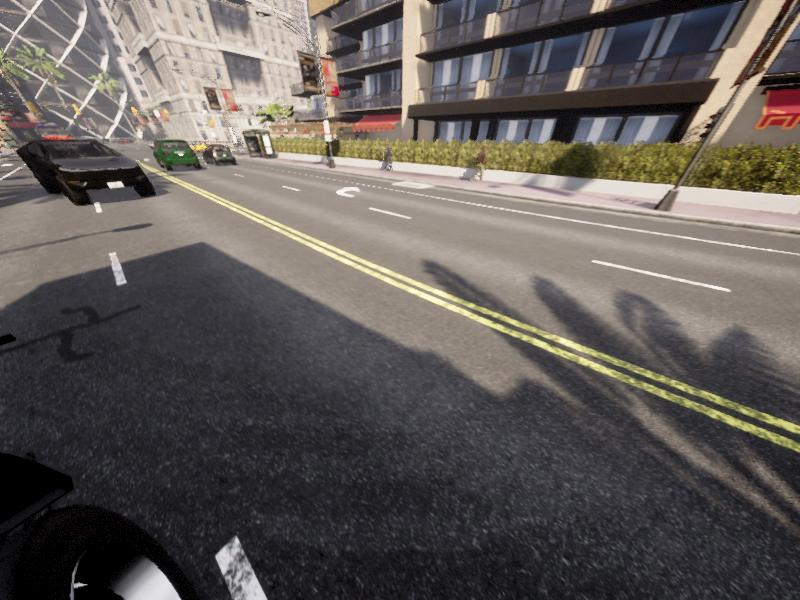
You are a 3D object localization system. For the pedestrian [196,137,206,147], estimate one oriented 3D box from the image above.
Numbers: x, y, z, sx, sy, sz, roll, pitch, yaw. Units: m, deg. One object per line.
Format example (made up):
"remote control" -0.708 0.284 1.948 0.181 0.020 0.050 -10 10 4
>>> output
"pedestrian" -44.632 -35.414 51.873 0.751 1.860 0.751 16 38 20

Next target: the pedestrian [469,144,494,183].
"pedestrian" 4.620 -7.795 13.217 0.751 1.860 0.751 26 42 31

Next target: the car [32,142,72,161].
"car" -38.066 -16.373 25.370 3.705 1.549 1.789 27 43 33

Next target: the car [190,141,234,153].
"car" -30.885 -25.215 38.081 5.366 1.575 1.801 -23 41 -29

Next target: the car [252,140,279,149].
"car" -32.093 -37.237 55.259 1.882 1.535 5.008 27 43 32

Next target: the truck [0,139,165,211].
"truck" -13.600 -5.618 9.924 6.274 2.098 2.390 19 39 24

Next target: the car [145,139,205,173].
"car" -18.308 -11.827 18.758 5.566 2.045 2.150 28 44 34

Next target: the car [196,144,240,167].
"car" -17.440 -13.894 22.106 3.988 1.617 1.851 27 43 32

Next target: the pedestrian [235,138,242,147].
"pedestrian" -40.785 -39.861 58.280 0.751 1.860 0.751 25 42 30

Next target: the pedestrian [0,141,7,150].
"pedestrian" -65.380 -25.488 37.378 0.751 1.860 0.751 7 35 9

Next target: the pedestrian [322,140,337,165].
"pedestrian" -6.418 -13.396 21.040 0.751 1.860 0.751 28 43 33

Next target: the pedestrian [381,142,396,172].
"pedestrian" -0.837 -10.709 17.291 0.751 1.860 0.751 26 42 32

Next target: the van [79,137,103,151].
"van" -55.851 -28.291 41.727 4.442 1.987 1.775 27 43 32

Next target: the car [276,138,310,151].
"car" -21.394 -31.291 46.495 2.150 2.045 5.566 26 42 32

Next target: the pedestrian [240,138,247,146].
"pedestrian" -40.517 -40.815 59.646 0.751 1.860 0.751 27 43 32

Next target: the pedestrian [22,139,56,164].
"pedestrian" -32.899 -13.553 21.114 0.751 1.860 0.751 -26 43 -32

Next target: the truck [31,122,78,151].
"truck" -60.210 -28.595 40.489 8.468 3.827 2.891 27 43 32

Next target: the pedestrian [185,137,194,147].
"pedestrian" -49.408 -37.180 54.318 0.751 1.860 0.751 25 42 31
